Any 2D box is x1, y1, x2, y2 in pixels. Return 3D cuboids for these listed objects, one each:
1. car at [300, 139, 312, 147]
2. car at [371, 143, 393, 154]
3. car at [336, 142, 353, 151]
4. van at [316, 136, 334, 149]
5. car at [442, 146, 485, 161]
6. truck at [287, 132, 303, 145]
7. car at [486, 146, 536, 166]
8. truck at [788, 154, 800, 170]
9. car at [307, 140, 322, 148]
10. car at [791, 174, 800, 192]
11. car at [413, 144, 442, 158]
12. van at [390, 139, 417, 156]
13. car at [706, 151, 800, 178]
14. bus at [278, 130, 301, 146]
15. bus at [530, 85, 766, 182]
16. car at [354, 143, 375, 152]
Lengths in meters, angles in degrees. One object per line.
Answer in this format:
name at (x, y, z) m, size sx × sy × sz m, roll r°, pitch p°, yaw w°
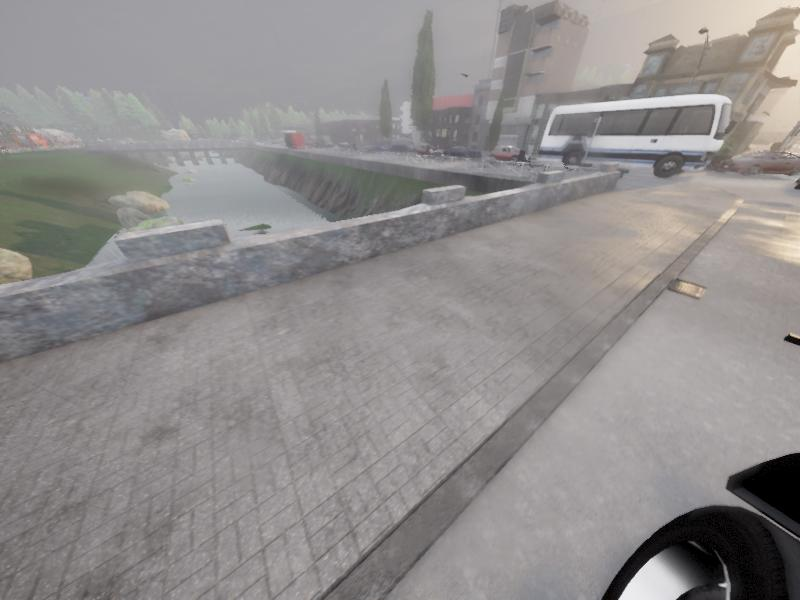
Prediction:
car at (-28.017, -46.831, 68.927) m, size 1.905 × 1.878 × 3.866 m, roll -22°, pitch 41°, yaw -28°
car at (-3.107, -26.259, 39.907) m, size 1.816 × 1.474 × 4.193 m, roll -22°, pitch 41°, yaw -28°
car at (-12.093, -33.609, 50.425) m, size 1.812 × 1.442 × 4.674 m, roll -22°, pitch 41°, yaw -28°
van at (-18.709, -39.481, 57.835) m, size 1.988 × 2.561 × 5.915 m, roll -22°, pitch 42°, yaw -28°
car at (7.433, -17.547, 27.627) m, size 1.895 × 1.301 × 4.718 m, roll -22°, pitch 41°, yaw -28°
truck at (-40.079, -61.539, 88.177) m, size 2.891 × 3.827 × 8.468 m, roll -22°, pitch 41°, yaw -28°
car at (11.078, -14.627, 23.302) m, size 1.970 × 1.475 × 3.806 m, roll -22°, pitch 41°, yaw -28°
truck at (34.216, -11.795, 18.241) m, size 5.204 × 2.467 × 2.627 m, roll -23°, pitch 41°, yaw -27°
car at (-23.641, -43.111, 63.908) m, size 2.242 × 1.667 × 4.611 m, roll -22°, pitch 41°, yaw -28°
car at (21.858, -6.277, 11.536) m, size 4.718 × 1.301 × 1.895 m, roll -22°, pitch 41°, yaw -28°
car at (3.733, -20.651, 31.900) m, size 1.970 × 1.475 × 3.806 m, roll -22°, pitch 41°, yaw -28°
van at (0.514, -23.500, 35.522) m, size 1.775 × 1.987 × 4.442 m, roll -22°, pitch 41°, yaw -28°
car at (24.566, -9.262, 15.687) m, size 4.181 × 1.385 × 1.994 m, roll 3°, pitch 36°, yaw 5°
bus at (-38.647, -56.638, 80.841) m, size 3.944 × 4.253 × 10.273 m, roll -22°, pitch 41°, yaw -28°
bus at (16.171, -11.773, 16.809) m, size 3.944 × 4.253 × 10.273 m, roll -23°, pitch 41°, yaw -29°
car at (-6.862, -29.262, 44.349) m, size 1.895 × 1.301 × 4.718 m, roll -22°, pitch 41°, yaw -28°
